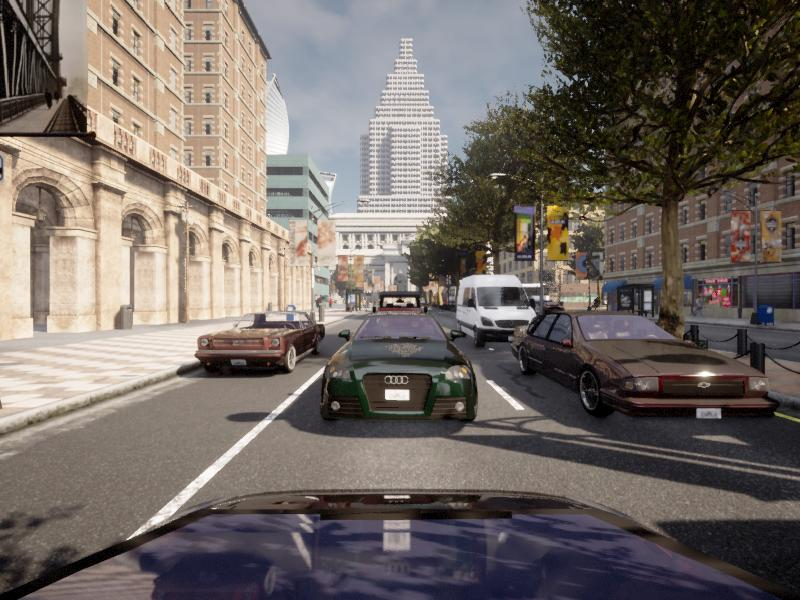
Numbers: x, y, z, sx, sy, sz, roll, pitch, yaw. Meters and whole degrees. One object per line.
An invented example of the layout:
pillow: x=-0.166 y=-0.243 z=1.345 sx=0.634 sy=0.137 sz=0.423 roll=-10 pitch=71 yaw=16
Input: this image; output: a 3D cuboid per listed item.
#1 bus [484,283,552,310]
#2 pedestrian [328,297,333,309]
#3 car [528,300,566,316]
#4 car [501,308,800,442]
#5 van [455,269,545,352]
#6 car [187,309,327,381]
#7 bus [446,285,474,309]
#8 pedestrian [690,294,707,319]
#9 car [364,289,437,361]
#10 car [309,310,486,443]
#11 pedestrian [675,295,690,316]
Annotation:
bus: x=19.716 y=-0.537 z=67.554 sx=10.273 sy=4.253 sz=3.944 roll=0 pitch=0 yaw=38
pedestrian: x=-10.633 y=0.486 z=61.234 sx=0.751 sy=1.860 sz=0.751 roll=0 pitch=0 yaw=-2
car: x=15.012 y=0.825 z=41.091 sx=2.038 sy=1.542 sz=4.974 roll=0 pitch=0 yaw=0
car: x=3.501 y=0.895 z=7.189 sx=2.033 sy=1.411 sz=5.357 roll=0 pitch=0 yaw=0
van: x=3.503 y=0.323 z=15.361 sx=1.988 sy=2.561 sz=5.915 roll=0 pitch=0 yaw=0
car: x=-3.246 y=0.939 z=10.223 sx=1.895 sy=1.301 sz=4.718 roll=0 pitch=0 yaw=0
bus: x=11.402 y=-0.537 z=77.690 sx=3.944 sy=4.253 sz=10.273 roll=0 pitch=0 yaw=0
pedestrian: x=22.205 y=0.486 z=29.767 sx=0.751 sy=1.860 sz=0.751 roll=0 pitch=0 yaw=-6
car: x=0.002 y=0.646 z=12.323 sx=1.905 sy=1.878 sz=3.866 roll=0 pitch=0 yaw=0
car: x=0.010 y=0.908 z=6.581 sx=1.994 sy=1.385 sz=4.181 roll=0 pitch=0 yaw=1
pedestrian: x=24.801 y=0.486 z=35.144 sx=0.751 sy=1.860 sz=0.751 roll=0 pitch=0 yaw=-1
